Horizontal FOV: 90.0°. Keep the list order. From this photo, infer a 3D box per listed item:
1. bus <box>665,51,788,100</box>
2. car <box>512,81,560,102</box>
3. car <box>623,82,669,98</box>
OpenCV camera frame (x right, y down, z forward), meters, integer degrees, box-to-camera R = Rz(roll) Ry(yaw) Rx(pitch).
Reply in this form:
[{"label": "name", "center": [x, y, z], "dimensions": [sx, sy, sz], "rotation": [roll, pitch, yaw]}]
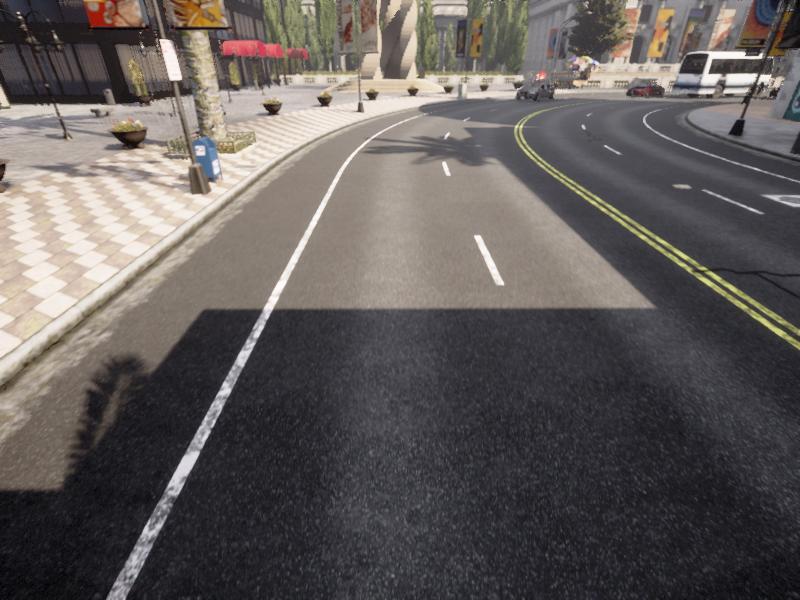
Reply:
[{"label": "bus", "center": [34.912, -24.164, 43.044], "dimensions": [10.273, 4.253, 3.944], "rotation": [-9, 32, -15]}, {"label": "car", "center": [13.539, -20.791, 39.791], "dimensions": [4.611, 1.667, 2.242], "rotation": [-26, 39, -36]}, {"label": "car", "center": [27.271, -23.301, 44.402], "dimensions": [4.181, 1.385, 1.994], "rotation": [-13, 33, -20]}]
